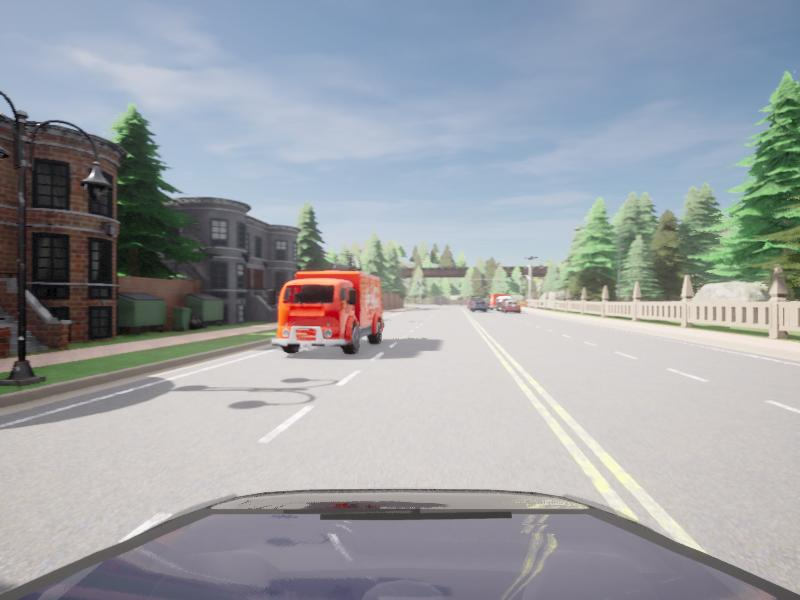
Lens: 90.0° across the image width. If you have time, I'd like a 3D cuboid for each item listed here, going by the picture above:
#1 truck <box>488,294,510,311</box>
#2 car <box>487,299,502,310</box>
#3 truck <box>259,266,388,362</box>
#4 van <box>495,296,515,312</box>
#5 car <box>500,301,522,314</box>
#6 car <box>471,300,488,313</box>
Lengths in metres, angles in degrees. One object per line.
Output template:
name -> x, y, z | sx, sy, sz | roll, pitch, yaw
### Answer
truck -> 14.921, 0.326, 60.501 | 2.627, 2.467, 5.204 | 0, 0, 8
car -> 15.927, 0.742, 67.935 | 2.033, 1.649, 4.856 | 0, 0, 8
truck -> -2.124, 0.337, 13.089 | 2.627, 2.467, 5.204 | 0, 1, 8
van -> 13.984, 0.544, 53.626 | 2.069, 2.038, 4.480 | 0, 0, 8
car -> 13.142, 0.830, 47.434 | 1.970, 1.475, 3.806 | 0, 0, 7
car -> 10.081, 0.759, 50.888 | 1.851, 1.617, 3.988 | 0, 0, 8
